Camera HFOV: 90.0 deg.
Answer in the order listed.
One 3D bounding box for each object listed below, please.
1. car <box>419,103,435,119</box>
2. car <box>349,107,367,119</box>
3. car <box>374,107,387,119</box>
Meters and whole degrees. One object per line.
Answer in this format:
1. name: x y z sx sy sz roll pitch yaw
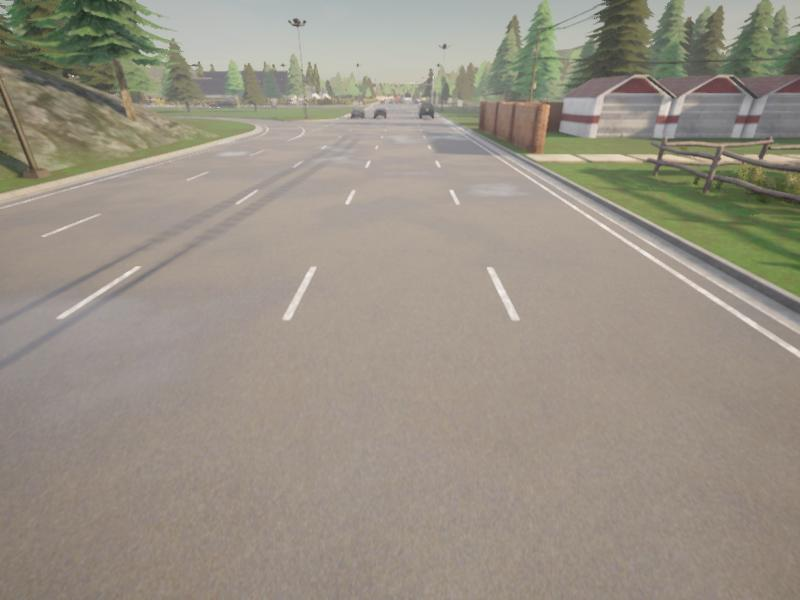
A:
1. car: 4.048 -29.078 61.389 2.150 2.045 5.566 0 27 0
2. car: -6.448 -28.992 61.907 2.128 1.511 4.902 0 27 0
3. car: -2.952 -28.819 61.502 1.837 1.490 4.892 0 27 0
